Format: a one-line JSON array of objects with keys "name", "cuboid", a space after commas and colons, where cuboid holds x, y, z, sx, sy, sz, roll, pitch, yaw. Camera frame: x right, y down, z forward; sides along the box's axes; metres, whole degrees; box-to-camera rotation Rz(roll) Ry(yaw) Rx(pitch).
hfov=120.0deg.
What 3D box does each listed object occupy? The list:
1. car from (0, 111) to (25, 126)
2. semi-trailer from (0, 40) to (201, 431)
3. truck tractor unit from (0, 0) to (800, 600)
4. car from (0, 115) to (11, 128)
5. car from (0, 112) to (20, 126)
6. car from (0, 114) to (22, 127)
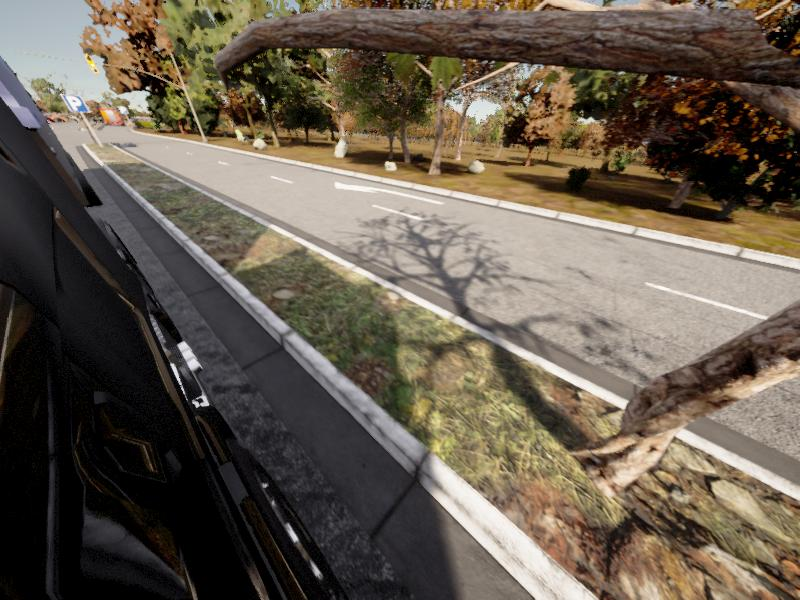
[{"name": "car", "cuboid": [-66.949, -30.058, 38.194, 1.878, 1.987, 4.442, 17, 40, 20]}, {"name": "semi-trailer", "cuboid": [-8.711, -3.579, 4.241, 14.254, 4.402, 2.717, 28, 43, 30]}, {"name": "truck tractor unit", "cuboid": [-2.645, -0.295, 0.351, 6.516, 4.208, 3.053, 28, 44, 30]}, {"name": "car", "cuboid": [-60.856, -25.679, 33.100, 2.163, 1.488, 4.792, 17, 40, 19]}, {"name": "car", "cuboid": [-64.925, -28.540, 36.442, 2.185, 1.767, 4.553, 17, 40, 20]}, {"name": "car", "cuboid": [-62.730, -27.208, 34.977, 1.946, 1.575, 5.366, 17, 40, 19]}]
